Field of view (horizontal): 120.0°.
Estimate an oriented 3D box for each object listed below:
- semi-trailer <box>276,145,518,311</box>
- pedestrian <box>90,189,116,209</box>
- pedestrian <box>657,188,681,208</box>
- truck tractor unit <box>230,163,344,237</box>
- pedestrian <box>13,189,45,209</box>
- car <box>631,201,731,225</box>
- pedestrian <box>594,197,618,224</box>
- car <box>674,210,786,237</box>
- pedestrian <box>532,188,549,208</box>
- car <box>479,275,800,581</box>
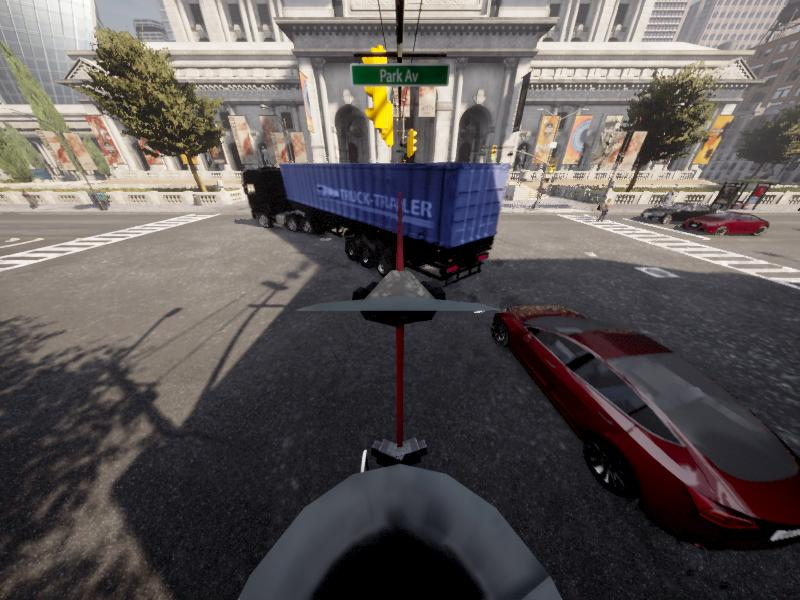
[{"bbox_3d":[-2.217,-4.717,11.755,2.717,4.402,14.254,-23,37,-34],"label":"semi-trailer"},{"bbox_3d":[-30.829,-10.521,24.015,0.751,1.860,0.751,4,30,6],"label":"pedestrian"},{"bbox_3d":[28.827,-10.965,24.783,0.751,1.860,0.751,2,30,3],"label":"pedestrian"},{"bbox_3d":[-7.820,-7.333,16.501,6.516,4.208,3.053,13,33,22],"label":"truck tractor unit"},{"bbox_3d":[-38.053,-10.338,23.699,0.751,1.860,0.751,0,30,-1],"label":"pedestrian"},{"bbox_3d":[22.555,-7.077,18.752,4.902,1.511,2.128,0,30,0],"label":"car"},{"bbox_3d":[16.545,-7.220,18.602,0.751,1.860,0.751,11,32,18],"label":"pedestrian"},{"bbox_3d":[22.204,-5.268,15.761,4.181,1.385,1.994,0,30,0],"label":"car"},{"bbox_3d":[15.111,-11.017,24.874,0.751,1.860,0.751,-3,30,-4],"label":"pedestrian"},{"bbox_3d":[3.666,1.239,4.379,2.163,1.488,4.792,-4,30,-6],"label":"car"}]
